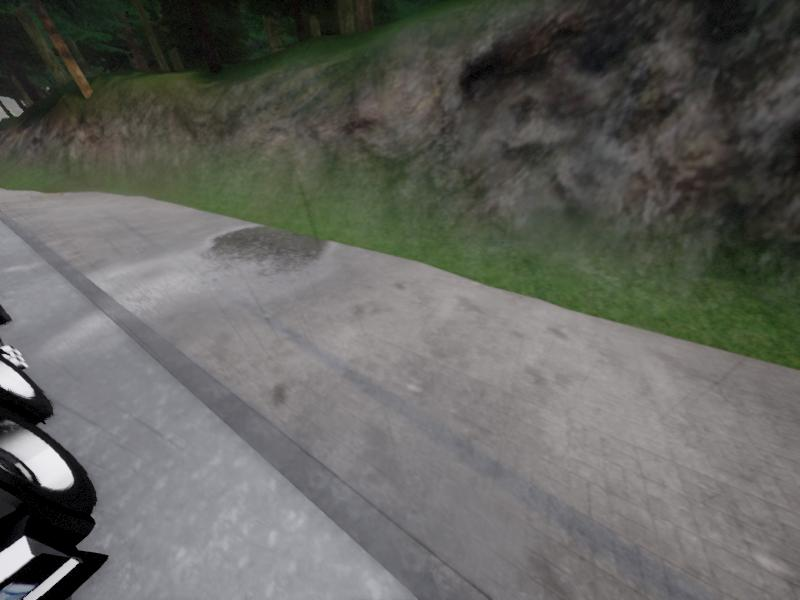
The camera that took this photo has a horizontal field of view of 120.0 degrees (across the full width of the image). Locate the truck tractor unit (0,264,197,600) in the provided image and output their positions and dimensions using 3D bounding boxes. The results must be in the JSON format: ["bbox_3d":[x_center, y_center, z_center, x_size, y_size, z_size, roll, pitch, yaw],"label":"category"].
[{"bbox_3d":[-5.120,-0.289,0.784,6.516,4.208,3.053,18,39,24],"label":"truck tractor unit"}]
